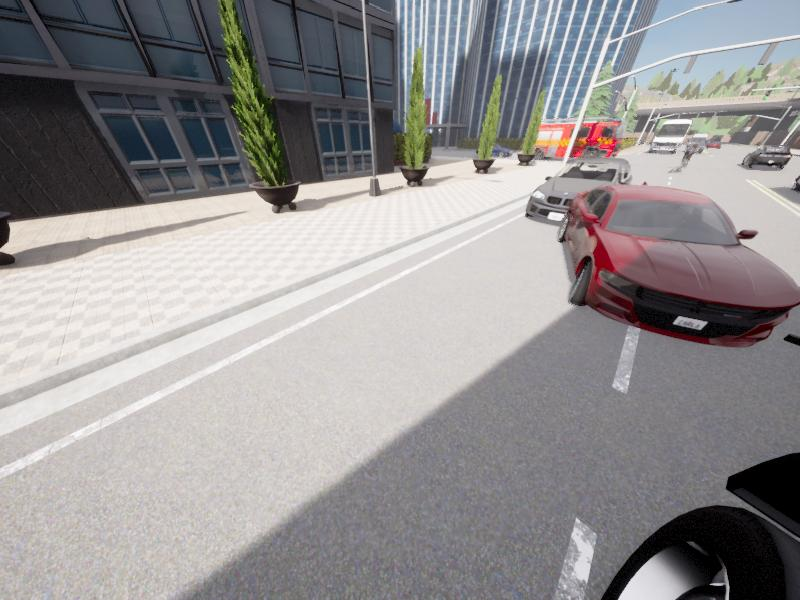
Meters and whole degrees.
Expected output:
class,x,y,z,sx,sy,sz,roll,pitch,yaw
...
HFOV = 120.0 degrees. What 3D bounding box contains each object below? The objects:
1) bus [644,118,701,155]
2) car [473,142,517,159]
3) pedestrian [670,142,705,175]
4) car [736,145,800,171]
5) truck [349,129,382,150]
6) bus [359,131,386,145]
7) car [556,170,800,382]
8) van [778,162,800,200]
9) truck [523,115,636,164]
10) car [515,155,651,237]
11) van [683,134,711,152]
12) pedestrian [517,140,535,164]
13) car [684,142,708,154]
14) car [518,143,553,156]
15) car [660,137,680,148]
class,x,y,z,sx,sy,sz,roll,pitch,yaw
bus,43.154,-25.935,36.743,3.944,4.253,10.273,30,45,35
car,12.691,-20.188,31.101,4.856,1.649,2.033,29,45,35
pedestrian,20.023,-9.885,16.151,0.751,1.860,0.751,26,43,32
car,30.973,-12.063,19.506,2.128,1.511,4.902,30,45,35
truck,-8.344,-38.475,55.356,8.468,3.827,2.891,29,44,35
bus,-10.734,-63.883,91.125,3.944,4.253,10.273,30,45,35
car,4.406,-1.245,4.314,1.882,1.535,5.008,16,38,21
van,18.399,-5.089,8.895,2.351,2.431,6.366,30,45,35
truck,18.725,-17.315,25.062,2.891,3.827,8.468,-26,42,-32
car,6.247,-3.788,7.815,4.611,1.667,2.242,-29,44,-35
van,51.728,-27.488,40.370,1.988,2.561,5.915,29,45,35
pedestrian,11.547,-13.542,21.154,0.751,1.860,0.751,28,44,34
car,46.281,-23.845,36.186,1.812,1.442,4.674,30,45,35
car,19.617,-21.850,33.471,1.789,1.549,3.705,-30,45,-35
car,62.016,-36.258,53.183,2.150,2.045,5.566,27,43,33
